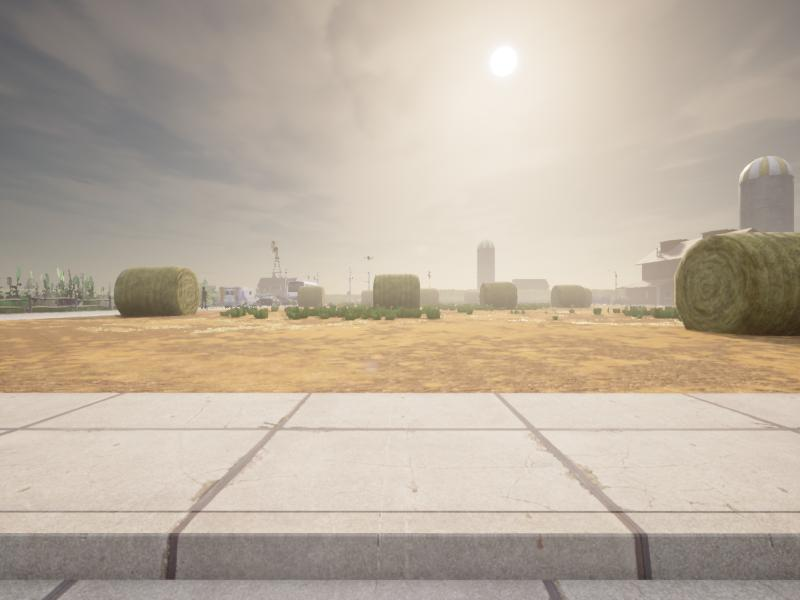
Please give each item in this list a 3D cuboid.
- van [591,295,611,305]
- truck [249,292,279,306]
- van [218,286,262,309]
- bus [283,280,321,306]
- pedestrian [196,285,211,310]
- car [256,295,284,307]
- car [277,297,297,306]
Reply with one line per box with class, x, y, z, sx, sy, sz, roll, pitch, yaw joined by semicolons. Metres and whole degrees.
van;39.266;0.002;78.275;1.775;1.987;4.442;0;0;-1
truck;-21.330;-0.108;63.186;2.390;2.098;6.274;0;0;3
van;-18.604;-0.270;46.954;2.351;2.431;6.366;0;0;3
bus;-17.491;-1.186;72.674;3.944;4.253;10.273;0;0;3
pedestrian;-14.690;-0.161;29.940;0.751;1.860;0.751;0;0;0
car;-18.168;0.123;56.124;1.930;1.638;5.238;0;0;3
car;-17.830;0.206;63.155;1.816;1.474;4.193;0;0;3
